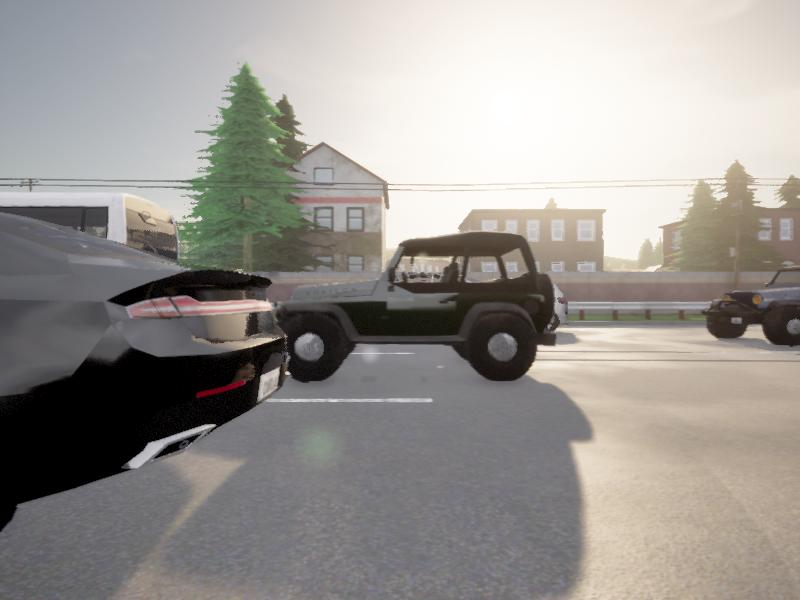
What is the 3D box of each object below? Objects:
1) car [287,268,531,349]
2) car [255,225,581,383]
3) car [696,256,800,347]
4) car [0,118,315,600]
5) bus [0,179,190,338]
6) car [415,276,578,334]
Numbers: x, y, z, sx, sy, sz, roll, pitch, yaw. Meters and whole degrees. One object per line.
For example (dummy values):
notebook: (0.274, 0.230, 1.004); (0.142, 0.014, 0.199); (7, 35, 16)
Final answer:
car: (0.182, 0.181, 9.299); (5.027, 1.651, 2.152); (0, 0, -1)
car: (0.214, 0.046, 5.700); (3.866, 1.878, 1.905); (0, 0, 0)
car: (9.452, 0.034, 9.194); (3.866, 1.878, 1.905); (0, 0, 0)
car: (-3.143, 0.241, 2.200); (4.902, 1.511, 2.128); (0, 0, 0)
bus: (-12.851, -1.114, 12.671); (10.273, 4.253, 3.944); (0, 0, -1)
car: (2.831, 0.153, 12.696); (4.611, 1.667, 2.242); (0, 0, 0)
